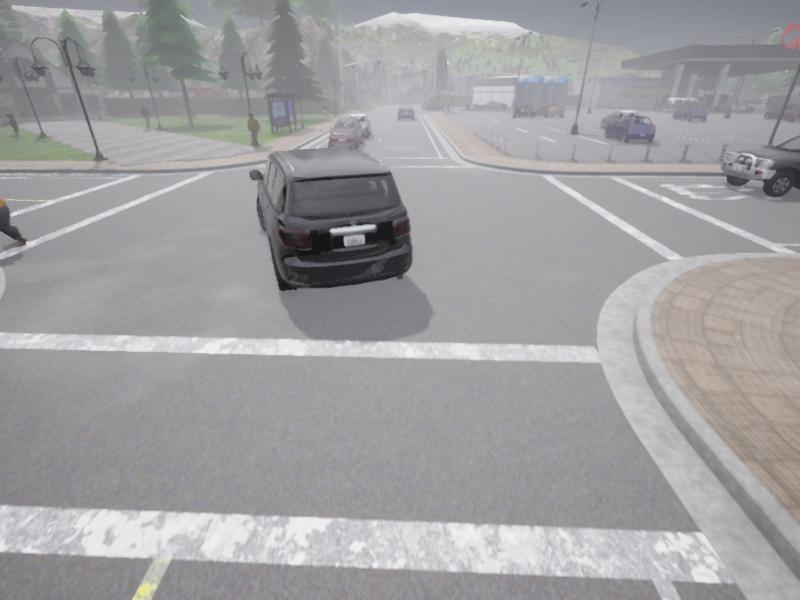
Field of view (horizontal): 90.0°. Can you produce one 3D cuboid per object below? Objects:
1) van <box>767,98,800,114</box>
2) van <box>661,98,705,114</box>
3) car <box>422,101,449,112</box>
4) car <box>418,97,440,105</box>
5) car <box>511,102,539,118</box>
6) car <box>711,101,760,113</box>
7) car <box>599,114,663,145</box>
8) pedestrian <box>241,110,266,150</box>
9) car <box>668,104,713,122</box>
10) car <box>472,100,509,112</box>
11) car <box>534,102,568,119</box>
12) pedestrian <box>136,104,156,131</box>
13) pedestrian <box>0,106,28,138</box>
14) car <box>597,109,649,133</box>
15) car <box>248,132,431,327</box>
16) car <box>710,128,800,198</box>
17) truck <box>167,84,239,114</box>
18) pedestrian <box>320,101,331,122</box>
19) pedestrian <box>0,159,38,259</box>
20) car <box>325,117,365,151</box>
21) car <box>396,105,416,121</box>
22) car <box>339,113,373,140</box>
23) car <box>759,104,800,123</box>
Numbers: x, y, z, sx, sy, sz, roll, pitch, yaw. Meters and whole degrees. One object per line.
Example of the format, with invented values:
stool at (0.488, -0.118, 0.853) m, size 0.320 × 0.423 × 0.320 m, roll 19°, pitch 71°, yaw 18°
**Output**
van at (57.172, -28.419, 58.552) m, size 4.442 × 1.987 × 1.775 m, roll 1°, pitch 28°, yaw 1°
van at (41.566, -28.651, 58.945) m, size 4.480 × 2.038 × 2.069 m, roll 1°, pitch 28°, yaw 1°
car at (5.569, -30.520, 63.106) m, size 4.193 × 1.474 × 1.816 m, roll 1°, pitch 28°, yaw 1°
car at (6.788, -47.130, 94.648) m, size 4.856 × 1.649 × 2.033 m, roll -8°, pitch 29°, yaw -14°
car at (14.946, -22.878, 48.155) m, size 2.007 × 1.523 × 4.514 m, roll 1°, pitch 28°, yaw 1°
car at (49.298, -28.350, 58.847) m, size 4.974 × 1.542 × 2.038 m, roll 1°, pitch 28°, yaw 1°
car at (14.348, -10.773, 25.114) m, size 1.845 × 1.501 × 3.633 m, roll 1°, pitch 28°, yaw 1°
pedestrian at (-7.624, -8.878, 20.889) m, size 0.751 × 1.860 × 0.751 m, roll 2°, pitch 28°, yaw 4°
car at (29.747, -19.199, 41.086) m, size 1.845 × 1.501 × 3.633 m, roll 1°, pitch 28°, yaw 1°
car at (14.166, -30.473, 62.848) m, size 5.238 × 1.638 × 1.930 m, roll 1°, pitch 28°, yaw 1°
car at (18.083, -22.876, 48.132) m, size 2.152 × 1.636 × 5.027 m, roll 1°, pitch 28°, yaw 1°
pedestrian at (-19.580, -14.086, 30.835) m, size 0.751 × 1.860 × 0.751 m, roll -20°, pitch 34°, yaw -33°
pedestrian at (-25.962, -11.925, 26.808) m, size 0.751 × 1.860 × 0.751 m, roll 18°, pitch 33°, yaw 31°
car at (17.501, -14.173, 31.629) m, size 1.970 × 1.475 × 3.806 m, roll 1°, pitch 28°, yaw 1°
car at (-1.561, -1.903, 7.827) m, size 2.150 × 2.045 × 5.566 m, roll -10°, pitch 29°, yaw -18°
car at (13.213, -4.409, 12.789) m, size 4.605 × 1.855 × 1.932 m, roll 1°, pitch 28°, yaw 1°
truck at (-29.050, -29.945, 59.477) m, size 8.468 × 3.827 × 2.891 m, roll -4°, pitch 28°, yaw -8°
pedestrian at (-7.553, -19.075, 40.466) m, size 0.751 × 1.860 × 0.751 m, roll 4°, pitch 28°, yaw 7°
pedestrian at (-8.129, -1.816, 7.809) m, size 0.751 × 1.860 × 0.751 m, roll 0°, pitch 28°, yaw 1°
car at (-3.134, -9.823, 23.510) m, size 1.789 × 1.549 × 3.705 m, roll 0°, pitch 28°, yaw 1°
car at (0.704, -21.443, 45.777) m, size 2.163 × 1.488 × 4.792 m, roll 0°, pitch 28°, yaw 1°
car at (-3.058, -12.431, 28.574) m, size 1.970 × 1.475 × 3.806 m, roll 0°, pitch 28°, yaw 1°
car at (39.736, -19.090, 40.833) m, size 2.007 × 1.523 × 4.514 m, roll 1°, pitch 28°, yaw 1°
